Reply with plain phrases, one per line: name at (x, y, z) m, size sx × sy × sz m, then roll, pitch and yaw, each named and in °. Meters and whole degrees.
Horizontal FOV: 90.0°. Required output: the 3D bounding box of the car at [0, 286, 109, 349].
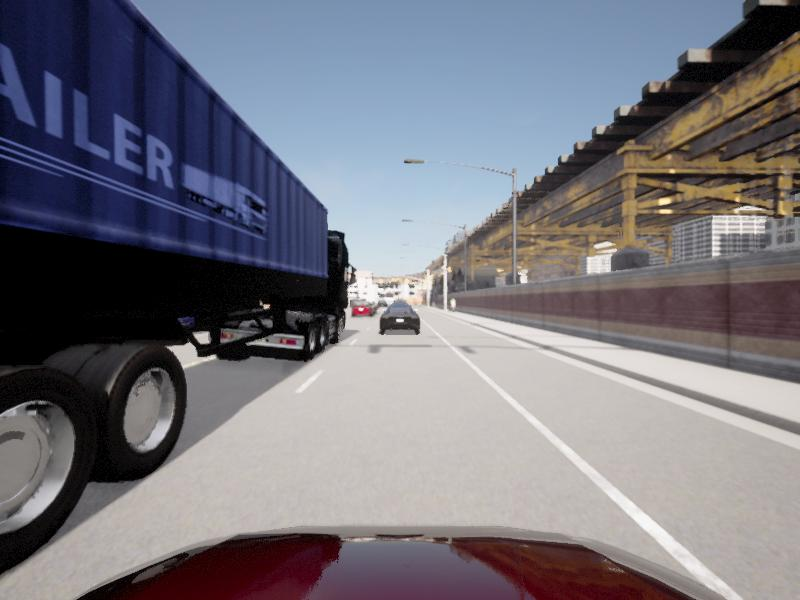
car at (-13.981, 0.574, 14.923) m, size 2.150 × 2.045 × 5.566 m, roll 0°, pitch 0°, yaw 0°

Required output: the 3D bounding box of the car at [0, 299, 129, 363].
car at (-10.503, 0.793, 12.143) m, size 1.851 × 1.617 × 3.988 m, roll 0°, pitch 0°, yaw 0°

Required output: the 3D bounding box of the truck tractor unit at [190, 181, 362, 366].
truck tractor unit at (-3.312, -0.607, 12.968) m, size 3.053 × 4.208 × 6.516 m, roll 6°, pitch -1°, yaw 1°

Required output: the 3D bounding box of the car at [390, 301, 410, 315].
car at (-0.004, 0.854, 46.355) m, size 2.128 × 1.511 × 4.902 m, roll 0°, pitch 0°, yaw 0°

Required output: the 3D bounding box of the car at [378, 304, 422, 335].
car at (-0.002, 0.915, 20.552) m, size 1.994 × 1.385 × 4.181 m, roll 0°, pitch 0°, yaw 0°

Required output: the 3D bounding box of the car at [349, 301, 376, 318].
car at (-3.503, 0.866, 38.228) m, size 2.163 × 1.488 × 4.792 m, roll 0°, pitch 0°, yaw 0°

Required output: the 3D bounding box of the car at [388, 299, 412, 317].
car at (-0.001, 0.772, 39.559) m, size 2.242 × 1.667 × 4.611 m, roll 0°, pitch 0°, yaw 0°

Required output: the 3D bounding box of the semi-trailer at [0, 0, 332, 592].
semi-trailer at (-3.502, -0.654, 5.015) m, size 2.717 × 4.402 × 14.254 m, roll 0°, pitch 1°, yaw 1°

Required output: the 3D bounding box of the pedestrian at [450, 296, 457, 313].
pedestrian at (6.116, 0.503, 45.861) m, size 0.751 × 1.860 × 0.751 m, roll 0°, pitch 0°, yaw 1°

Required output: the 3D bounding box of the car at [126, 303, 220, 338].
car at (-10.493, 0.877, 19.004) m, size 1.812 × 1.442 × 4.674 m, roll 0°, pitch 0°, yaw 0°

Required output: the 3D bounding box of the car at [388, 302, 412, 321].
car at (-0.004, 0.883, 33.216) m, size 1.812 × 1.442 × 4.674 m, roll 0°, pitch 0°, yaw 0°
